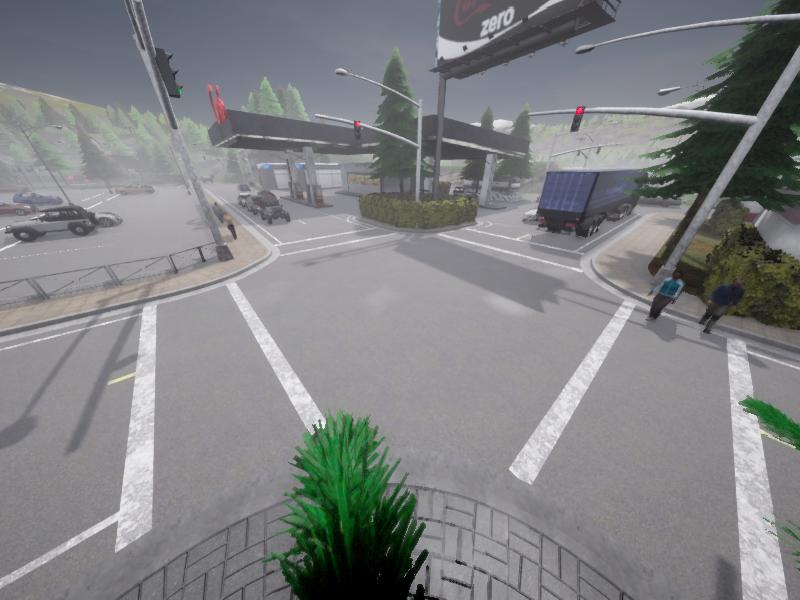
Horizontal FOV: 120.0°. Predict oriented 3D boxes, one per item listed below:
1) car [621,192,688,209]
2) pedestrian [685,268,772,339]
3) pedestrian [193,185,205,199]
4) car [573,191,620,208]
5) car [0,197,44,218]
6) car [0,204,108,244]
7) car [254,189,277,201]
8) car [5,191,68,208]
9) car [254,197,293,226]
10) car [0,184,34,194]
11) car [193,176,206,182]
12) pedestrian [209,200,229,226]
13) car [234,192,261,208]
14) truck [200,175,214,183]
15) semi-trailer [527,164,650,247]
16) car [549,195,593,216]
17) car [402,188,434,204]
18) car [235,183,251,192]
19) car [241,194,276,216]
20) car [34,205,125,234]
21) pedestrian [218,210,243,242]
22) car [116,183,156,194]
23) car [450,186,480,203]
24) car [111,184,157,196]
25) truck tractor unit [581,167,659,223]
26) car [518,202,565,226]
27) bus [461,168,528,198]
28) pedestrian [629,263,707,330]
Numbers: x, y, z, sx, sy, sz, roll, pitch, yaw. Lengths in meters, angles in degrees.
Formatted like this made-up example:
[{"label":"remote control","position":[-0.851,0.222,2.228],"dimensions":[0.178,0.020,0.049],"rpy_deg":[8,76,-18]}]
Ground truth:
[{"label":"car","position":[32.070,-12.739,29.436],"dimensions":[5.357,1.411,2.033],"rpy_deg":[18,35,29]},{"label":"pedestrian","position":[9.645,0.107,6.903],"dimensions":[0.751,1.860,0.751],"rpy_deg":[-25,38,-36]},{"label":"pedestrian","position":[-31.002,-16.684,35.682],"dimensions":[0.751,1.860,0.751],"rpy_deg":[-23,37,-34]},{"label":"car","position":[24.570,-12.660,28.971],"dimensions":[4.611,1.667,2.242],"rpy_deg":[-11,32,-22]},{"label":"car","position":[-39.420,-8.945,22.590],"dimensions":[4.514,1.523,2.007],"rpy_deg":[-23,37,-34]},{"label":"car","position":[-23.841,-5.383,15.979],"dimensions":[3.866,1.878,1.905],"rpy_deg":[-23,37,-34]},{"label":"car","position":[-21.178,-16.537,36.271],"dimensions":[1.994,1.385,4.181],"rpy_deg":[-22,37,-33]},{"label":"car","position":[-45.788,-12.777,29.270],"dimensions":[3.633,1.501,1.845],"rpy_deg":[-23,37,-34]},{"label":"car","position":[-11.869,-8.361,21.588],"dimensions":[1.905,1.878,3.866],"rpy_deg":[-22,37,-33]},{"label":"car","position":[-75.561,-21.356,44.506],"dimensions":[4.792,1.488,2.163],"rpy_deg":[-23,37,-34]},{"label":"car","position":[-70.318,-42.528,81.017],"dimensions":[5.238,1.638,1.930],"rpy_deg":[23,37,34]},{"label":"pedestrian","position":[-15.288,-7.340,19.497],"dimensions":[0.751,1.860,0.751],"rpy_deg":[-22,37,-33]},{"label":"car","position":[-19.994,-13.111,30.230],"dimensions":[1.970,1.475,3.806],"rpy_deg":[-22,37,-33]},{"label":"truck","position":[-61.814,-38.726,73.974],"dimensions":[2.390,2.098,6.274],"rpy_deg":[-23,37,-34]},{"label":"semi-trailer","position":[15.180,-7.947,17.971],"dimensions":[14.254,4.402,2.717],"rpy_deg":[-22,36,-33]},{"label":"car","position":[18.519,-10.345,25.021],"dimensions":[4.902,1.511,2.128],"rpy_deg":[-22,37,-33]},{"label":"car","position":[2.620,-15.713,34.677],"dimensions":[2.242,1.667,4.611],"rpy_deg":[-23,37,-34]},{"label":"car","position":[-33.142,-23.838,48.811],"dimensions":[1.816,1.474,4.193],"rpy_deg":[-22,37,-33]},{"label":"car","position":[-15.972,-10.737,25.967],"dimensions":[2.033,1.649,4.856],"rpy_deg":[-22,37,-33]},{"label":"car","position":[-25.501,-6.610,18.671],"dimensions":[3.806,1.475,1.970],"rpy_deg":[-23,37,-34]},{"label":"pedestrian","position":[-11.152,-4.874,15.225],"dimensions":[0.751,1.860,0.751],"rpy_deg":[-23,37,-34]},{"label":"car","position":[-49.532,-20.953,43.472],"dimensions":[4.514,1.523,2.007],"rpy_deg":[-23,37,-34]},{"label":"car","position":[9.747,-16.005,34.849],"dimensions":[1.905,1.878,3.866],"rpy_deg":[-23,37,-34]},{"label":"car","position":[-47.482,-19.774,41.410],"dimensions":[5.027,1.636,2.152],"rpy_deg":[-23,37,-34]},{"label":"truck tractor unit","position":[21.290,-10.380,22.374],"dimensions":[6.516,4.208,3.053],"rpy_deg":[-23,37,-33]},{"label":"car","position":[13.005,-7.954,21.127],"dimensions":[4.674,1.442,1.812],"rpy_deg":[-22,36,-34]},{"label":"bus","position":[16.718,-21.582,42.125],"dimensions":[3.944,4.253,10.273],"rpy_deg":[-22,37,-33]},{"label":"pedestrian","position":[8.316,-0.096,7.247],"dimensions":[0.751,1.860,0.751],"rpy_deg":[-13,32,-21]}]
